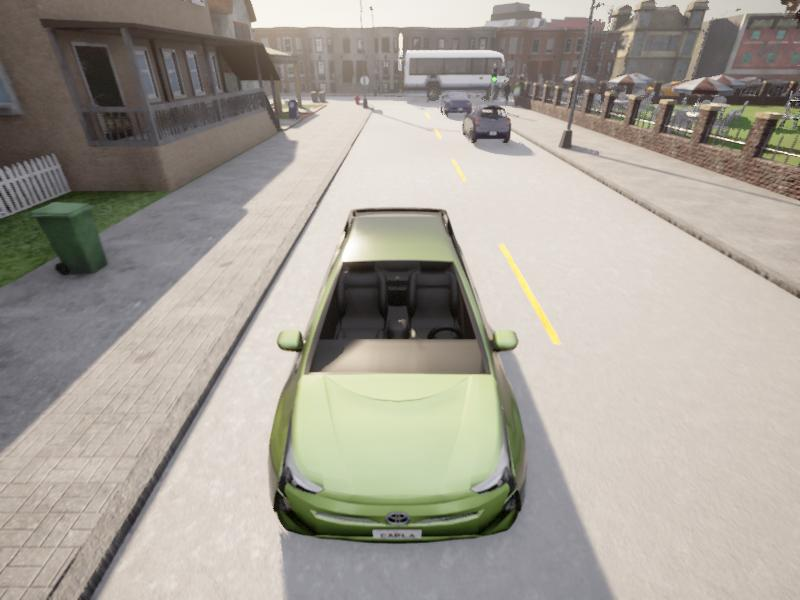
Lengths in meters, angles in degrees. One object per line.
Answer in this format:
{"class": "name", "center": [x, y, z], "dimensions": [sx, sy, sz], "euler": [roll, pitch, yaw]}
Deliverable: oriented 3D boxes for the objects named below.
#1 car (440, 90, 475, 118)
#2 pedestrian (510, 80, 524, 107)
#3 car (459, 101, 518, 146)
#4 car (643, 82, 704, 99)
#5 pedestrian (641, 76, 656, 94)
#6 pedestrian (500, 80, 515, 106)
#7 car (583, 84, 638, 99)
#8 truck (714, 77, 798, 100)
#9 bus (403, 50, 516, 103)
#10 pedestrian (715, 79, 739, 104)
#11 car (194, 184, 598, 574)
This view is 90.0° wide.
{"class": "car", "center": [3.982, -13.980, 28.419], "dimensions": [1.812, 1.442, 4.674], "euler": [0, 30, -1]}
{"class": "pedestrian", "center": [9.455, -16.670, 32.329], "dimensions": [0.751, 1.860, 0.751], "euler": [2, 30, 4]}
{"class": "car", "center": [3.973, -8.268, 18.587], "dimensions": [1.845, 1.501, 3.633], "euler": [0, 30, 0]}
{"class": "car", "center": [29.376, -22.630, 43.098], "dimensions": [5.008, 1.535, 1.882], "euler": [0, 30, 0]}
{"class": "pedestrian", "center": [29.659, -25.735, 47.823], "dimensions": [0.751, 1.860, 0.751], "euler": [-5, 31, -9]}
{"class": "pedestrian", "center": [8.842, -17.025, 32.935], "dimensions": [0.751, 1.860, 0.751], "euler": [-1, 30, -1]}
{"class": "car", "center": [22.665, -22.509, 43.128], "dimensions": [4.718, 1.301, 1.895], "euler": [0, 30, 0]}
{"class": "truck", "center": [38.111, -22.786, 43.045], "dimensions": [6.274, 2.098, 2.390], "euler": [0, 30, 0]}
{"class": "bus", "center": [5.424, -21.822, 39.033], "dimensions": [10.273, 4.253, 3.944], "euler": [0, 30, 0]}
{"class": "pedestrian", "center": [28.846, -18.413, 35.327], "dimensions": [0.751, 1.860, 0.751], "euler": [-1, 30, -1]}
{"class": "car", "center": [-0.021, 0.091, 4.320], "dimensions": [2.007, 1.525, 4.514], "euler": [0, 30, 0]}
